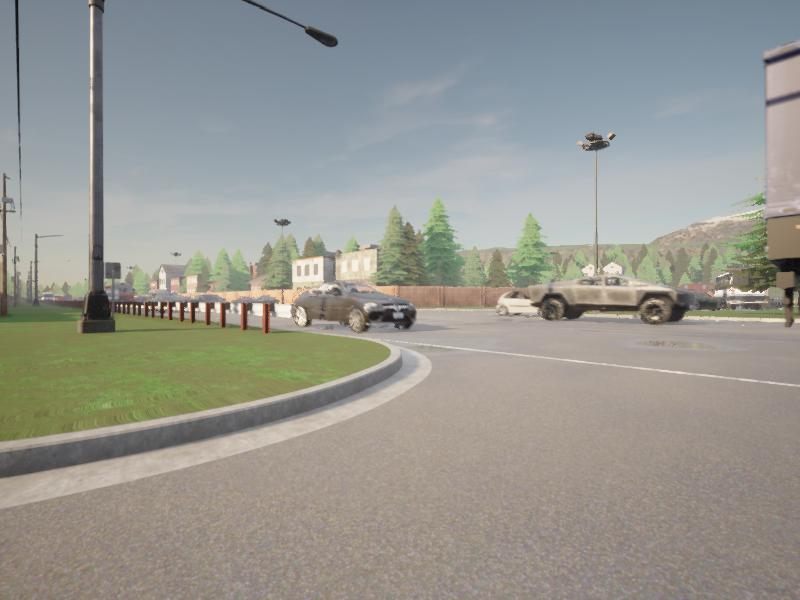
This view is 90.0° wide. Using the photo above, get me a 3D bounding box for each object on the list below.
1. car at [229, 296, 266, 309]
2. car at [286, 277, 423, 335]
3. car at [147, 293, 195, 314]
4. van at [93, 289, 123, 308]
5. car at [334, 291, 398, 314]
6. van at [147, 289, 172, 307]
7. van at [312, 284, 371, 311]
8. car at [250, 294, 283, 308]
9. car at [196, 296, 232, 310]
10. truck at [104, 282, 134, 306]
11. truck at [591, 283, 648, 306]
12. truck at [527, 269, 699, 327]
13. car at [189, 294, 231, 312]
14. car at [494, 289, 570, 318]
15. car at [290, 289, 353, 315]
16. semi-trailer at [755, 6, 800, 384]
[{"bbox_3d":[-17.559,0.295,45.897,2.033,1.411,5.357,0,0,-43],"label":"car"},{"bbox_3d":[-1.766,0.181,13.894,2.152,1.651,5.027,0,0,-43],"label":"car"},{"bbox_3d":[-17.617,0.251,30.670,2.163,1.488,4.792,0,0,-43],"label":"car"},{"bbox_3d":[-38.875,-0.221,53.169,2.351,2.431,6.366,0,0,-43],"label":"van"},{"bbox_3d":[-2.647,0.171,30.116,1.930,1.638,5.238,0,0,-43],"label":"car"},{"bbox_3d":[-36.838,-0.299,61.202,1.988,2.561,5.915,0,0,-43],"label":"van"},{"bbox_3d":[-5.758,-0.222,38.501,2.351,2.431,6.366,0,0,-43],"label":"van"},{"bbox_3d":[-16.761,0.171,50.150,1.930,1.638,5.238,0,0,-43],"label":"car"},{"bbox_3d":[-20.449,0.295,43.858,2.033,1.411,5.357,0,0,-43],"label":"car"},{"bbox_3d":[-47.001,-0.925,66.862,2.891,3.827,8.468,0,0,-43],"label":"truck"},{"bbox_3d":[39.301,-0.925,71.895,2.891,3.827,8.468,0,0,-43],"label":"truck"},{"bbox_3d":[9.096,-0.057,17.683,2.390,2.098,6.274,0,0,-43],"label":"truck"},{"bbox_3d":[-16.463,0.244,34.546,1.837,1.490,4.892,0,0,-43],"label":"car"},{"bbox_3d":[7.871,0.188,24.076,1.851,1.617,3.988,0,0,-43],"label":"car"},{"bbox_3d":[-5.597,0.157,28.139,2.242,1.667,4.611,0,0,-43],"label":"car"},{"bbox_3d":[10.352,-1.217,0.816,2.717,4.402,14.254,0,0,-45],"label":"semi-trailer"}]
